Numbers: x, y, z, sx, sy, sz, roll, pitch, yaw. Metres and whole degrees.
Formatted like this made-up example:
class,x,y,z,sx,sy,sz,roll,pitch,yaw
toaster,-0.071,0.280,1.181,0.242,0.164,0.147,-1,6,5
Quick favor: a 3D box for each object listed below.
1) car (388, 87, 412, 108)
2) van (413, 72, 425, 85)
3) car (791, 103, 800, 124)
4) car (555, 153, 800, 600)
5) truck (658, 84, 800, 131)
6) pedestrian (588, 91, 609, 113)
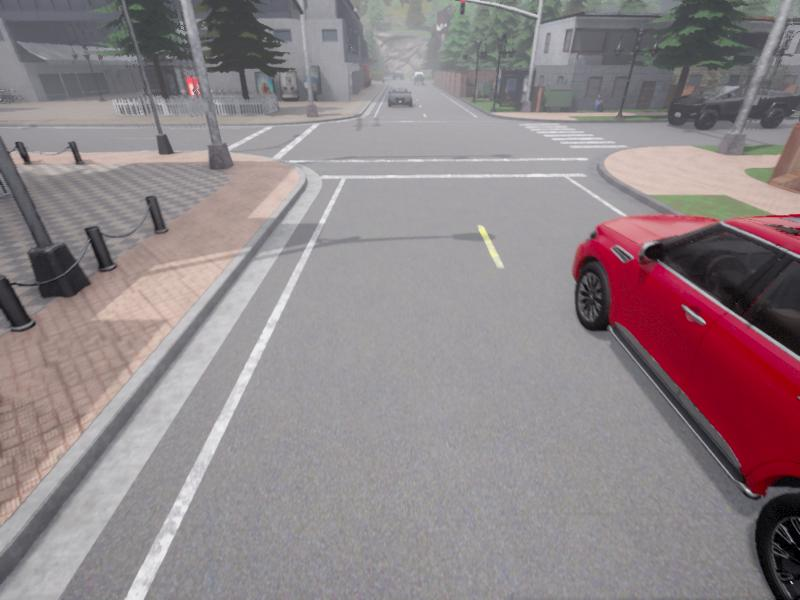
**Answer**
class,x,y,z,sx,sy,sz,roll,pitch,yaw
car,0.012,-17.524,34.570,1.994,1.385,4.181,0,30,0
van,3.523,-41.268,74.466,2.069,2.038,4.480,0,30,0
car,25.718,-11.179,23.544,3.633,1.501,1.845,-8,31,-13
car,3.503,0.355,3.363,2.150,2.045,5.566,0,30,0
truck,18.342,-10.715,22.186,6.274,2.098,2.390,-4,31,-7
pedestrian,13.981,-13.962,28.173,0.751,1.300,0.751,-12,33,-20
